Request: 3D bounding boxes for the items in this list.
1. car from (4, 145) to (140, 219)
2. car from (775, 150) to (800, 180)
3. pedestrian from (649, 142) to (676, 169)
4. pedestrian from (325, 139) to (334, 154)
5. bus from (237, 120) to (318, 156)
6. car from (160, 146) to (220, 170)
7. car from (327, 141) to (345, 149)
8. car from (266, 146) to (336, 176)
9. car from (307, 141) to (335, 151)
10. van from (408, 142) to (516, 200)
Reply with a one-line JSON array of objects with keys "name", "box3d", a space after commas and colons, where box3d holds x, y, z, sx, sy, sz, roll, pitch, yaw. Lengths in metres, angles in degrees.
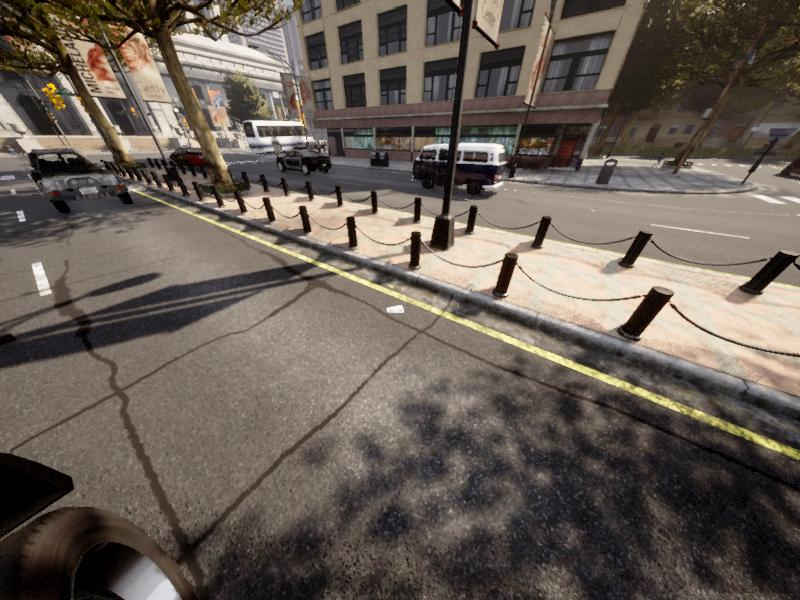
[{"name": "car", "box3d": [-12.545, -4.715, 8.870, 4.605, 1.855, 1.932, 23, 41, 27]}, {"name": "car", "box3d": [28.476, -9.005, 15.518, 1.851, 1.617, 3.988, 21, 40, 27]}, {"name": "pedestrian", "box3d": [22.196, -12.271, 19.580, 0.751, 1.860, 0.751, 29, 44, 34]}, {"name": "pedestrian", "box3d": [-10.644, -23.287, 34.960, 0.751, 1.860, 0.751, 7, 36, 10]}, {"name": "bus", "box3d": [-19.282, -26.419, 37.593, 3.944, 4.253, 10.273, 22, 42, 28]}, {"name": "car", "box3d": [-18.470, -12.568, 20.322, 4.792, 1.488, 2.163, 22, 41, 28]}, {"name": "car", "box3d": [-14.773, -35.864, 53.333, 1.845, 1.501, 3.633, 22, 41, 28]}, {"name": "car", "box3d": [-7.486, -10.608, 17.485, 5.238, 1.638, 1.930, 22, 41, 28]}, {"name": "car", "box3d": [-16.014, -31.338, 46.954, 2.128, 1.511, 4.902, 22, 41, 28]}, {"name": "van", "box3d": [2.860, -6.588, 11.518, 4.480, 2.038, 2.069, 22, 41, 28]}]
